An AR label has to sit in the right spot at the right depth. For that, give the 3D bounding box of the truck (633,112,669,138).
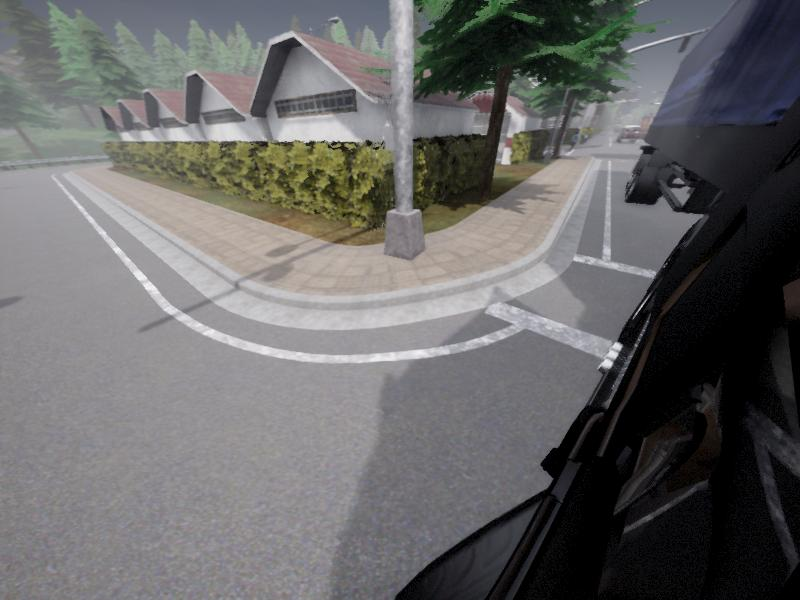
[{"bbox_3d":[48.512,-33.965,44.967,2.891,3.827,8.468,22,43,29],"label":"truck"}]

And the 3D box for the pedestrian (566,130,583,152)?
[{"bbox_3d":[18.417,-16.779,24.444,0.751,1.860,0.751,24,43,30],"label":"pedestrian"}]

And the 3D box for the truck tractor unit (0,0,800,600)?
[{"bbox_3d":[2.645,-0.295,0.351,6.516,4.208,3.053,-28,44,-30],"label":"truck tractor unit"}]

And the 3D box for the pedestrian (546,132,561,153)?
[{"bbox_3d":[16.588,-17.042,24.967,0.751,1.860,0.751,26,44,32],"label":"pedestrian"}]

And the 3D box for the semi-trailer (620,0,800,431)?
[{"bbox_3d":[7.770,-4.043,5.050,2.717,4.402,14.254,23,43,30],"label":"semi-trailer"}]

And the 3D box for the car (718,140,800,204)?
[{"bbox_3d":[14.678,-4.890,8.571,2.128,1.511,4.902,23,43,29],"label":"car"}]

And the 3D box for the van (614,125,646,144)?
[{"bbox_3d":[32.489,-23.522,32.792,2.069,2.038,4.480,19,41,26],"label":"van"}]
